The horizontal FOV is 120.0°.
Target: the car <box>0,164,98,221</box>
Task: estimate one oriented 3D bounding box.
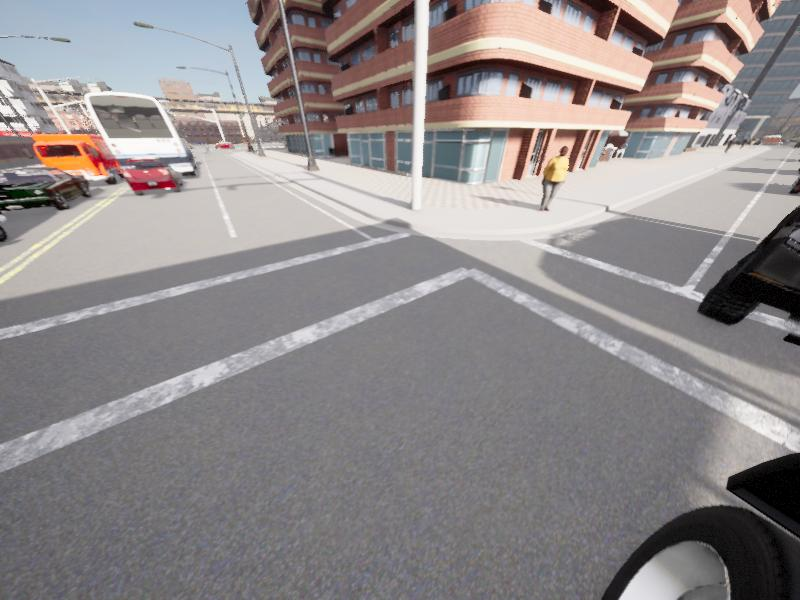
[{"bbox_3d":[-14.598,-4.481,9.254,1.895,1.301,4.718,-23,41,-29],"label":"car"}]

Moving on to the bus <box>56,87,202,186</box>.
[{"bbox_3d":[-17.638,-11.367,16.478,3.944,4.253,10.273,-23,41,-28],"label":"bus"}]

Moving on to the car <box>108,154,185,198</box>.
[{"bbox_3d":[-12.627,-6.453,11.830,1.845,1.501,3.633,-23,41,-29],"label":"car"}]

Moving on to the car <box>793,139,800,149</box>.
[{"bbox_3d":[79.578,-30.622,45.053,4.605,1.855,1.932,-27,43,-33],"label":"car"}]

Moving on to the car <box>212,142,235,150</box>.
[{"bbox_3d":[-41.130,-35.970,53.980,3.806,1.475,1.970,-18,39,-23],"label":"car"}]

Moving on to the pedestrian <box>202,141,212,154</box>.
[{"bbox_3d":[-32.777,-25.942,39.252,0.751,1.860,0.751,-20,40,-26],"label":"pedestrian"}]

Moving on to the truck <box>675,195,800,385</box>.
[{"bbox_3d":[7.161,-0.784,3.140,6.274,2.098,2.390,-20,40,-25],"label":"truck"}]

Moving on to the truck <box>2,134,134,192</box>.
[{"bbox_3d":[-18.895,-8.350,13.756,2.627,2.467,5.204,-23,41,-28],"label":"truck"}]

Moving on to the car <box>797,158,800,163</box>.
[{"bbox_3d":[41.705,-14.663,22.732,4.605,1.855,1.932,-22,41,-28],"label":"car"}]

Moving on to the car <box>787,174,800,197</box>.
[{"bbox_3d":[19.725,-5.479,10.326,4.181,1.385,1.994,-22,41,-28],"label":"car"}]

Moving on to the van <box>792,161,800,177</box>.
[{"bbox_3d":[28.692,-9.430,15.258,4.480,2.038,2.069,-24,42,-28],"label":"van"}]

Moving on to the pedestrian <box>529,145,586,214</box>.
[{"bbox_3d":[4.915,-3.834,7.383,0.751,1.860,0.751,5,36,7],"label":"pedestrian"}]

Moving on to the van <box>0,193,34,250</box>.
[{"bbox_3d":[-10.565,-1.557,4.429,2.069,2.038,4.480,-23,41,-29],"label":"van"}]

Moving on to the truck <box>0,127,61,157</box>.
[{"bbox_3d":[-63.778,-25.717,37.561,8.468,3.827,2.891,-22,41,-28],"label":"truck"}]

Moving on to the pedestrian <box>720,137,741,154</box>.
[{"bbox_3d":[44.149,-20.647,30.903,0.751,1.860,0.751,-21,40,-26],"label":"pedestrian"}]

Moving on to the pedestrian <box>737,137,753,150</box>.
[{"bbox_3d":[59.243,-26.929,39.684,0.751,1.860,0.751,-22,40,-27],"label":"pedestrian"}]

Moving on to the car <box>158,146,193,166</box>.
[{"bbox_3d":[-23.894,-15.463,24.697,2.038,1.542,4.974,-24,41,-29],"label":"car"}]

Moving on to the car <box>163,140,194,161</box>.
[{"bbox_3d":[-28.519,-19.368,29.823,2.150,2.045,5.566,-24,42,-30],"label":"car"}]
